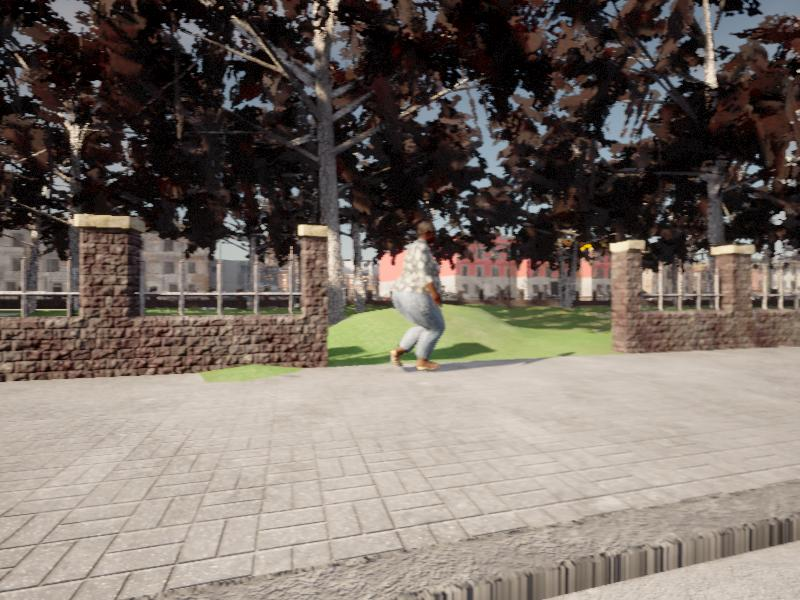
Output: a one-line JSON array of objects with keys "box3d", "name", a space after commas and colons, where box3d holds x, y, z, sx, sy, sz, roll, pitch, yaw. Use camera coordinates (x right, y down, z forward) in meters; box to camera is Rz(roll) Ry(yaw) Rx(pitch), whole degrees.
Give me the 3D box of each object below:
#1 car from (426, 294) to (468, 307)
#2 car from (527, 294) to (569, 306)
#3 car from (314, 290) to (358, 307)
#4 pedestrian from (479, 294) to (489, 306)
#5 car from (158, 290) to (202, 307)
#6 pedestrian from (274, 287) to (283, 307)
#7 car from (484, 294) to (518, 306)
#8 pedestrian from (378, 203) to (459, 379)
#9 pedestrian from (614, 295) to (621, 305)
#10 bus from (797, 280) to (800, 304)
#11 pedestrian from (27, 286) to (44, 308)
[{"box3d": [5.607, 0.015, 47.685, 4.514, 1.525, 2.007, 0, 0, -16], "name": "car"}, {"box3d": [19.017, 0.018, 51.433, 4.892, 1.490, 1.837, 0, 0, -16], "name": "car"}, {"box3d": [-7.106, -0.149, 44.128, 4.605, 1.855, 1.932, 0, 0, -16], "name": "car"}, {"box3d": [9.185, 0.018, 43.691, 0.751, 1.300, 0.751, 0, 0, -16], "name": "pedestrian"}, {"box3d": [-23.847, -0.158, 43.587, 3.866, 1.878, 1.905, 0, 0, -16], "name": "car"}, {"box3d": [-11.531, -0.242, 37.903, 0.751, 1.860, 0.751, 0, 0, -15], "name": "pedestrian"}, {"box3d": [12.533, -0.005, 49.621, 3.705, 1.549, 1.789, 0, 0, -16], "name": "car"}, {"box3d": [0.192, -0.093, 4.699, 0.751, 1.860, 0.751, 0, 0, -16], "name": "pedestrian"}, {"box3d": [26.804, -0.001, 49.312, 0.751, 1.300, 0.751, 0, 0, 34], "name": "pedestrian"}, {"box3d": [77.187, -1.435, 71.706, 10.273, 4.253, 3.944, 0, 0, -15], "name": "bus"}, {"box3d": [-30.753, -0.229, 33.764, 0.751, 1.860, 0.751, 0, 0, -12], "name": "pedestrian"}]
